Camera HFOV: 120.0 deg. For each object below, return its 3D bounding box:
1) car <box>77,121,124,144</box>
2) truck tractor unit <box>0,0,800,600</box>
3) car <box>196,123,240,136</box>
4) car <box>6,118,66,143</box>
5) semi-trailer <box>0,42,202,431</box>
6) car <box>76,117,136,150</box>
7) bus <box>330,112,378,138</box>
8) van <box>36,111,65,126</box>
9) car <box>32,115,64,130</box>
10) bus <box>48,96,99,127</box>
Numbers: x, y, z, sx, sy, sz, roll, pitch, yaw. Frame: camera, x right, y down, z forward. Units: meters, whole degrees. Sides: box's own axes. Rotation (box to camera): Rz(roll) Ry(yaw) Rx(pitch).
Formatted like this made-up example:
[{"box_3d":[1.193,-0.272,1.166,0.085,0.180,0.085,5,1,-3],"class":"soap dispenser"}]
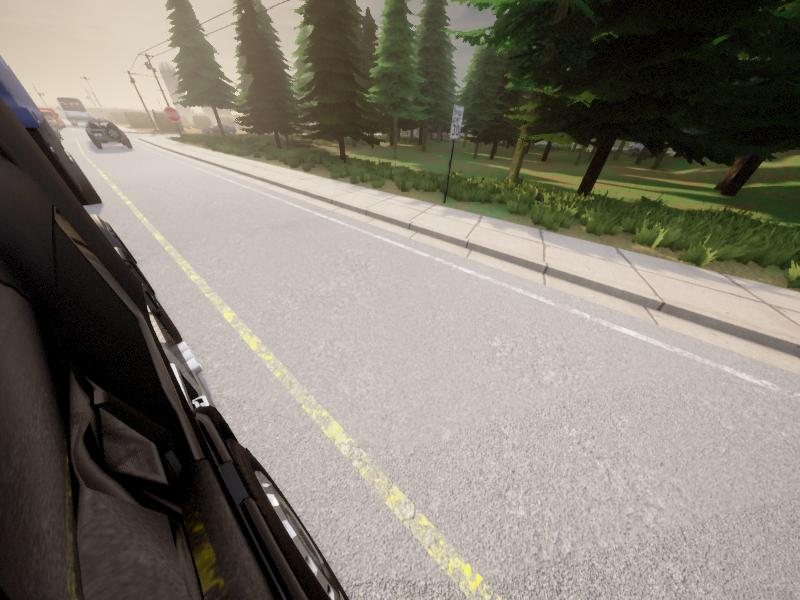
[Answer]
[{"box_3d":[-27.666,-15.548,21.378,4.514,1.525,2.007,31,45,33],"class":"car"},{"box_3d":[-2.645,-0.295,0.351,6.516,4.208,3.053,28,44,30],"class":"truck tractor unit"},{"box_3d":[-29.455,-27.688,37.551,2.128,1.511,4.902,27,43,29],"class":"car"},{"box_3d":[-31.629,-14.900,20.273,4.902,1.511,2.128,30,45,32],"class":"car"},{"box_3d":[-8.703,-3.604,4.220,14.254,4.402,2.717,28,44,30],"class":"semi-trailer"},{"box_3d":[-22.797,-12.926,17.888,4.605,1.855,1.932,29,44,31],"class":"car"},{"box_3d":[-10.072,-39.364,52.085,3.944,4.253,10.273,27,43,29],"class":"bus"},{"box_3d":[-62.925,-32.755,41.711,4.480,2.038,2.069,29,44,31],"class":"van"},{"box_3d":[-50.045,-25.313,32.941,3.988,1.617,1.851,29,44,31],"class":"car"},{"box_3d":[-63.807,-36.875,45.300,10.273,4.253,3.944,29,44,31],"class":"bus"}]
